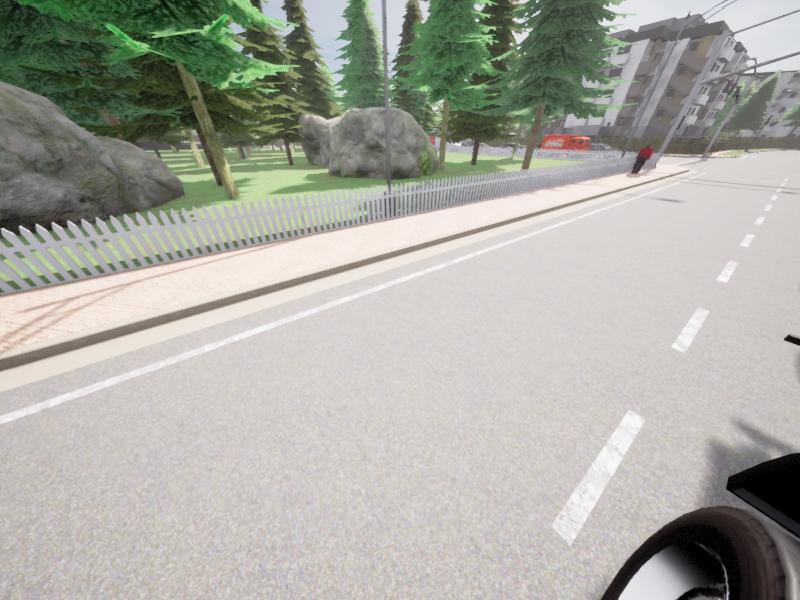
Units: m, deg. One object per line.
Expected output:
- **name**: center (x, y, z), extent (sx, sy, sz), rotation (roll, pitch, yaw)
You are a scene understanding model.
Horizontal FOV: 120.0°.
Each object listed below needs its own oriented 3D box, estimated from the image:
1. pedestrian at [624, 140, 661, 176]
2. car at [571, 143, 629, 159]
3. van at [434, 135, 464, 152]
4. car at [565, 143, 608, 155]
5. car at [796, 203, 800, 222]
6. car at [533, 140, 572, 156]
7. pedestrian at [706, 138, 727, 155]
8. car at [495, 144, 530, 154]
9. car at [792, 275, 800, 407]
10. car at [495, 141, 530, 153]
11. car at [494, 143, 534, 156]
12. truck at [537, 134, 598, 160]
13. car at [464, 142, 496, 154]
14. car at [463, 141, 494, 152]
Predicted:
- **pedestrian**: center (15.203, -8.889, 14.508), extent (0.751, 1.860, 0.751), rotation (-21, 40, -27)
- **car**: center (25.209, -18.970, 29.353), extent (2.128, 1.511, 4.902), rotation (-21, 40, -26)
- **van**: center (9.189, -29.853, 44.017), extent (1.988, 2.561, 5.915), rotation (-21, 40, -26)
- **car**: center (28.583, -23.362, 35.622), extent (1.812, 1.442, 4.674), rotation (-20, 40, -26)
- **car**: center (15.357, -3.429, 7.390), extent (4.792, 1.488, 2.163), rotation (-22, 40, -27)
- **car**: center (21.899, -22.049, 33.415), extent (1.905, 1.878, 3.866), rotation (-21, 40, -26)
- **pedestrian**: center (42.578, -20.728, 31.119), extent (0.751, 1.860, 0.751), rotation (-19, 39, -25)
- **car**: center (18.379, -24.924, 38.038), extent (1.895, 1.301, 4.718), rotation (-21, 40, -26)
- **car**: center (6.752, -0.045, 2.567), extent (5.366, 1.575, 1.801), rotation (-22, 40, -28)
- **car**: center (19.915, -27.386, 41.273), extent (1.801, 1.575, 5.366), rotation (-21, 40, -26)
- **car**: center (16.930, -22.582, 34.551), extent (1.837, 1.490, 4.892), rotation (-21, 40, -26)
- **truck**: center (20.933, -19.439, 29.216), extent (2.627, 2.467, 5.204), rotation (-21, 40, -26)
- **car**: center (13.360, -25.741, 39.059), extent (1.837, 1.490, 4.892), rotation (-21, 40, -26)
- **car**: center (14.453, -28.531, 42.900), extent (2.152, 1.651, 5.027), rotation (-21, 40, -26)
